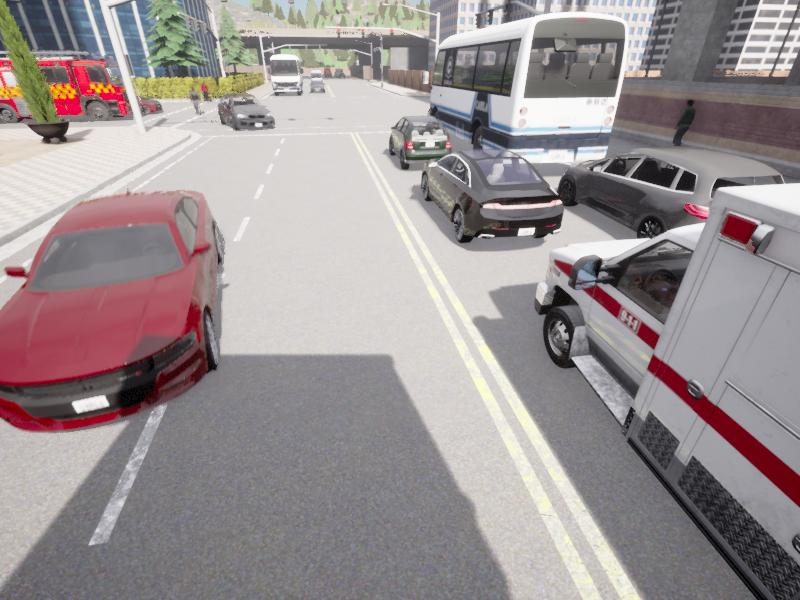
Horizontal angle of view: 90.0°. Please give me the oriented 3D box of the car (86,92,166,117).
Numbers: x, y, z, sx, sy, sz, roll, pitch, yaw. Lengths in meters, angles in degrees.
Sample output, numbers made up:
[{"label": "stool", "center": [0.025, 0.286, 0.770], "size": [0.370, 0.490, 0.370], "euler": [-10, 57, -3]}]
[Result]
[{"label": "car", "center": [-19.716, -14.221, 29.012], "size": [4.181, 1.385, 1.994], "euler": [-6, 31, -11]}]

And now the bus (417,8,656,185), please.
[{"label": "bus", "center": [3.728, -7.941, 15.399], "size": [3.944, 4.253, 10.273], "euler": [-5, 31, -9]}]

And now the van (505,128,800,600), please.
[{"label": "van", "center": [3.130, 0.797, 2.247], "size": [2.351, 2.431, 6.366], "euler": [-5, 31, -9]}]

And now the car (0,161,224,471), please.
[{"label": "car", "center": [-3.558, -0.512, 5.370], "size": [1.882, 1.535, 5.008], "euler": [-11, 32, -17]}]

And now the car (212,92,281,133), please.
[{"label": "car", "center": [-8.806, -10.749, 22.765], "size": [2.242, 1.667, 4.611], "euler": [-18, 35, -30]}]

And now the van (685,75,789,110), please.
[{"label": "van", "center": [27.803, -17.268, 33.180], "size": [6.366, 2.431, 2.351], "euler": [-5, 31, -8]}]

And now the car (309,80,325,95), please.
[{"label": "car", "center": [-10.692, -27.584, 51.820], "size": [1.812, 1.442, 4.674], "euler": [-5, 31, -9]}]

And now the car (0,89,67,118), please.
[{"label": "car", "center": [-26.829, -13.605, 27.685], "size": [5.238, 1.638, 1.930], "euler": [-5, 31, -9]}]

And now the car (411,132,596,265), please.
[{"label": "car", "center": [1.781, -2.581, 8.939], "size": [2.128, 1.511, 4.902], "euler": [-5, 31, -9]}]

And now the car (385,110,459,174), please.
[{"label": "car", "center": [0.646, -5.790, 14.391], "size": [1.789, 1.549, 3.705], "euler": [-5, 31, -9]}]

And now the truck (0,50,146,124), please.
[{"label": "truck", "center": [-21.534, -13.249, 24.910], "size": [8.468, 3.827, 2.891], "euler": [-5, 31, -9]}]

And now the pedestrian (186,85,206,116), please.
[{"label": "pedestrian", "center": [-14.300, -13.994, 28.087], "size": [0.751, 1.860, 0.751], "euler": [-6, 31, -10]}]

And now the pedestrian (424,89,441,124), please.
[{"label": "pedestrian", "center": [1.940, -11.575, 23.945], "size": [0.751, 1.860, 0.751], "euler": [-4, 31, -8]}]

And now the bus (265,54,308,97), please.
[{"label": "bus", "center": [-13.843, -27.990, 49.731], "size": [3.944, 4.253, 10.273], "euler": [-5, 31, -9]}]

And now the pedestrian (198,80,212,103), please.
[{"label": "pedestrian", "center": [-18.765, -20.087, 38.521], "size": [0.751, 1.860, 0.751], "euler": [-7, 31, -12]}]

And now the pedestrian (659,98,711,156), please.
[{"label": "pedestrian", "center": [10.374, -6.314, 14.636], "size": [0.751, 1.860, 0.751], "euler": [-5, 31, -8]}]

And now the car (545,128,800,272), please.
[{"label": "car", "center": [5.415, -2.437, 8.534], "size": [2.242, 1.667, 4.611], "euler": [-5, 31, -9]}]

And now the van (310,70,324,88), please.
[{"label": "van", "center": [-14.166, -37.673, 68.009], "size": [1.988, 2.561, 5.915], "euler": [-5, 31, -9]}]
